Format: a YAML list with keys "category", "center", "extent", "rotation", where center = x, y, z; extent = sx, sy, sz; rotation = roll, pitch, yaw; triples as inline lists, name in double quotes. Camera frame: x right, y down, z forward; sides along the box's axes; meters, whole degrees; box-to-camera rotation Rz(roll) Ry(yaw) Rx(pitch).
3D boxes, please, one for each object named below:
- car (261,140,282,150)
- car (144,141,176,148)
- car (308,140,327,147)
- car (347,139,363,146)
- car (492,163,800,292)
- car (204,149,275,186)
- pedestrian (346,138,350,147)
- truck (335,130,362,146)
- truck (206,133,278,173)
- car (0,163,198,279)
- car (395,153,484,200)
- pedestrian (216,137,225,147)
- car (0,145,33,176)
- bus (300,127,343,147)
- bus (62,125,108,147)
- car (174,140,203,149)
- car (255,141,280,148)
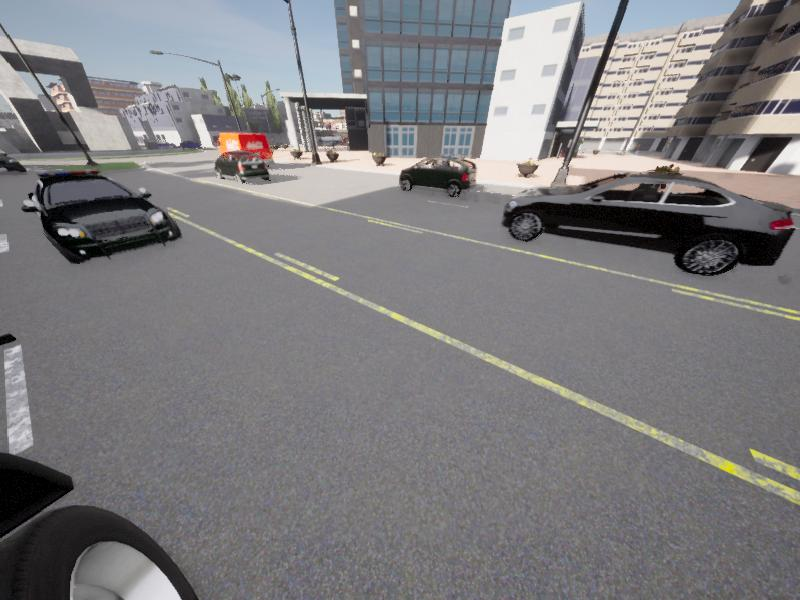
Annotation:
- category: "car"
  center: [-28.255, -34.237, 50.951]
  extent: [1.851, 1.617, 3.988]
  rotation: [5, 35, 7]
- category: "car"
  center: [-53.919, -34.905, 51.891]
  extent: [4.718, 1.301, 1.895]
  rotation: [-2, 35, -3]
- category: "car"
  center: [-23.331, -44.636, 65.768]
  extent: [1.837, 1.490, 4.892]
  rotation: [21, 40, 27]
- category: "car"
  center: [-13.928, -49.106, 72.059]
  extent: [2.033, 1.649, 4.856]
  rotation: [21, 40, 27]
- category: "car"
  center: [5.258, -2.148, 5.594]
  extent: [5.027, 1.651, 2.152]
  rotation: [21, 40, 26]
- category: "car"
  center: [-9.623, -8.025, 13.881]
  extent: [3.705, 1.549, 1.789]
  rotation: [23, 41, 28]
- category: "pedestrian"
  center: [-13.934, -42.362, 62.049]
  extent: [0.751, 1.860, 0.751]
  rotation: [4, 35, 5]
- category: "truck"
  center: [-16.347, -51.550, 73.613]
  extent: [2.891, 3.827, 8.468]
  rotation: [21, 40, 27]
- category: "truck"
  center: [-13.154, -12.442, 19.336]
  extent: [5.204, 2.467, 2.627]
  rotation: [25, 42, 30]
- category: "car"
  center: [-7.702, -2.353, 5.859]
  extent: [4.974, 1.542, 2.038]
  rotation: [23, 41, 28]
- category: "car"
  center: [1.781, -6.057, 11.177]
  extent: [3.705, 1.549, 1.789]
  rotation: [21, 40, 26]
- category: "pedestrian"
  center: [-43.578, -38.352, 56.085]
  extent: [0.751, 1.860, 0.751]
  rotation: [1, 35, 1]
- category: "car"
  center: [-29.029, -9.713, 16.021]
  extent: [4.611, 1.667, 2.242]
  rotation: [13, 37, 17]
- category: "bus"
  center: [-20.987, -44.270, 62.872]
  extent: [3.944, 4.253, 10.273]
  rotation: [21, 40, 27]
- category: "bus"
  center: [-77.643, -40.395, 56.931]
  extent: [10.273, 4.253, 3.944]
  rotation: [21, 40, 26]
- category: "car"
  center: [-44.805, -32.922, 48.994]
  extent: [4.193, 1.474, 1.816]
  rotation: [6, 36, 8]
- category: "car"
  center: [-32.195, -37.917, 56.214]
  extent: [4.674, 1.442, 1.812]
  rotation: [-29, 45, -35]
